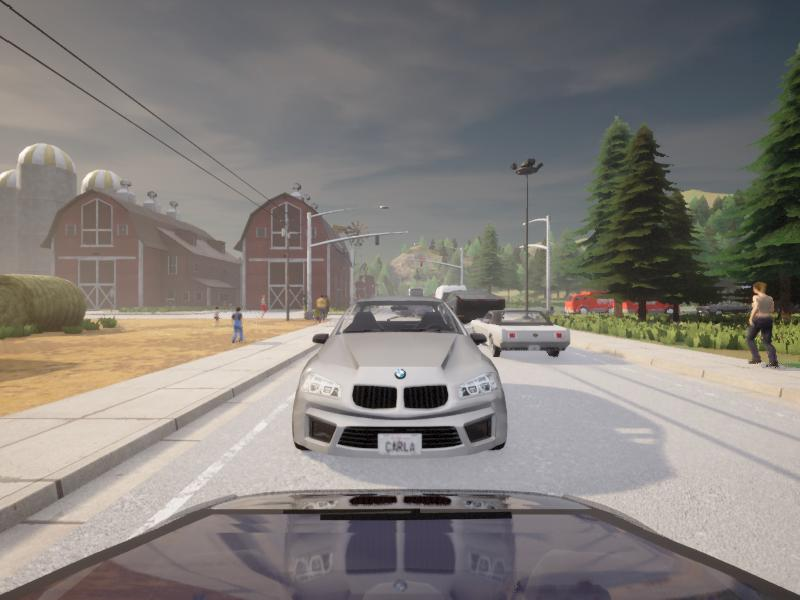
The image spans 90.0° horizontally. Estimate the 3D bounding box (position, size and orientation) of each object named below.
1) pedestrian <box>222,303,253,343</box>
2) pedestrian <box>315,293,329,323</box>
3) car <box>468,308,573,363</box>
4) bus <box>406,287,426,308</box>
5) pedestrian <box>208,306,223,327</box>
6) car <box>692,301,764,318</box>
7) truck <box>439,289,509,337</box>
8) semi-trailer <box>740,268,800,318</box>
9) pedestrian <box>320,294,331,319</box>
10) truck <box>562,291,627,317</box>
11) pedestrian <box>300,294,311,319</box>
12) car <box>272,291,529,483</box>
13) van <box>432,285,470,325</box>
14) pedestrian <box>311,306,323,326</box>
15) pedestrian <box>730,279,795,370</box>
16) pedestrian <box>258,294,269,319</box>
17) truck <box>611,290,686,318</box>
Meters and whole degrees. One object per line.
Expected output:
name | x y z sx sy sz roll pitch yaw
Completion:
pedestrian | -5.456 0.764 13.452 0.751 1.300 0.751 0 0 -3
pedestrian | -4.994 0.504 25.567 0.751 1.860 0.751 0 0 2
car | 3.490 0.954 12.594 1.895 1.301 4.718 0 0 0
bus | 3.322 -0.467 87.181 3.944 4.253 10.273 0 0 0
pedestrian | -9.786 0.856 21.247 0.500 1.100 0.500 0 0 26
car | 30.112 0.847 36.880 4.902 1.511 2.128 0 0 0
truck | 3.484 0.558 20.312 2.390 2.098 6.274 0 0 0
semi-trailer | 39.551 -0.617 36.831 14.254 4.402 2.717 0 0 0
pedestrian | -5.701 0.491 30.646 0.751 1.860 0.751 0 0 -6
truck | 19.366 0.358 40.112 5.204 2.467 2.627 0 0 -1
pedestrian | -7.283 0.486 30.732 0.751 1.860 0.751 0 0 -20
car | -0.008 0.761 5.796 2.242 1.667 4.611 0 0 0
van | 3.484 0.344 28.385 1.988 2.561 5.915 0 0 0
pedestrian | -4.633 0.883 22.340 0.500 1.100 0.500 0 0 3
pedestrian | 7.760 0.492 8.600 0.751 1.860 0.751 0 0 7
pedestrian | -10.339 0.485 30.380 0.751 1.860 0.751 0 0 -22
truck | 22.660 0.355 36.680 5.204 2.467 2.627 0 0 -1
